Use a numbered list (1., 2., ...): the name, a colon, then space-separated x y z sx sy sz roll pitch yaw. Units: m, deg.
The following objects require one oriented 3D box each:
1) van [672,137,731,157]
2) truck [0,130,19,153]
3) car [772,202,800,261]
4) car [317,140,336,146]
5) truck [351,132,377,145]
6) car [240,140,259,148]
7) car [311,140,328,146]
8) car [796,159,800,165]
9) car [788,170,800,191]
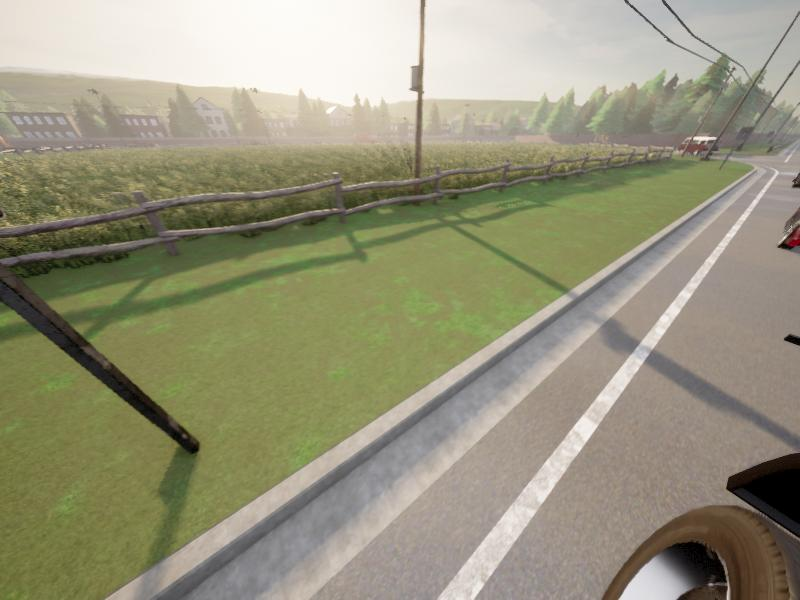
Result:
1. van: 39.578 -20.317 30.585 2.069 2.038 4.480 6 36 9
2. truck: -85.595 -31.672 46.179 8.468 3.827 2.891 -22 41 -28
3. car: 10.843 -1.832 5.222 4.181 1.385 1.994 -22 41 -28
4. car: -23.821 -50.734 74.649 5.366 1.575 1.801 -22 41 -28
5. truck: -12.827 -58.564 83.665 8.468 3.827 2.891 -22 41 -28
6. car: -40.251 -41.788 61.829 3.866 1.878 1.905 -22 41 -28
7. car: -26.643 -52.048 76.541 5.008 1.535 1.882 -22 41 -28
8. car: 38.462 -13.121 20.885 4.792 1.488 2.163 -22 41 -28
9. car: 22.093 -6.512 11.537 5.027 1.651 2.152 -22 41 -28
